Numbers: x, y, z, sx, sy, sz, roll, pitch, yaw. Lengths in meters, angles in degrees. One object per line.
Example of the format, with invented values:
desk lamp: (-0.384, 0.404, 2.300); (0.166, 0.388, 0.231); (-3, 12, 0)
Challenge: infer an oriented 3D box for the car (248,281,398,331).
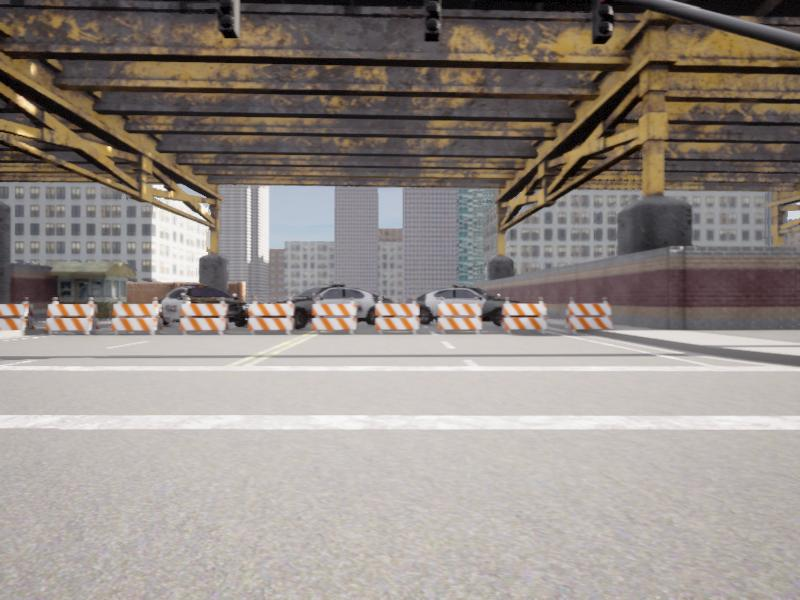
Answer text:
car: (-2.698, 0.198, 14.648); (4.974, 1.542, 2.038); (0, 0, -36)

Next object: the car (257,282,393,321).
car: (-2.657, 0.040, 14.679); (4.536, 1.218, 1.853); (0, 0, -36)

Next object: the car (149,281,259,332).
car: (-7.306, 0.201, 14.638); (4.974, 1.542, 2.038); (0, 0, 44)

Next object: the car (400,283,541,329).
car: (2.669, 0.194, 15.436); (4.974, 1.542, 2.038); (0, 0, 29)

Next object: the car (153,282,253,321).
car: (-7.344, 0.043, 14.674); (4.536, 1.218, 1.853); (0, 0, 44)

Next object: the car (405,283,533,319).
car: (2.623, 0.037, 15.460); (4.536, 1.218, 1.853); (0, 0, 29)
